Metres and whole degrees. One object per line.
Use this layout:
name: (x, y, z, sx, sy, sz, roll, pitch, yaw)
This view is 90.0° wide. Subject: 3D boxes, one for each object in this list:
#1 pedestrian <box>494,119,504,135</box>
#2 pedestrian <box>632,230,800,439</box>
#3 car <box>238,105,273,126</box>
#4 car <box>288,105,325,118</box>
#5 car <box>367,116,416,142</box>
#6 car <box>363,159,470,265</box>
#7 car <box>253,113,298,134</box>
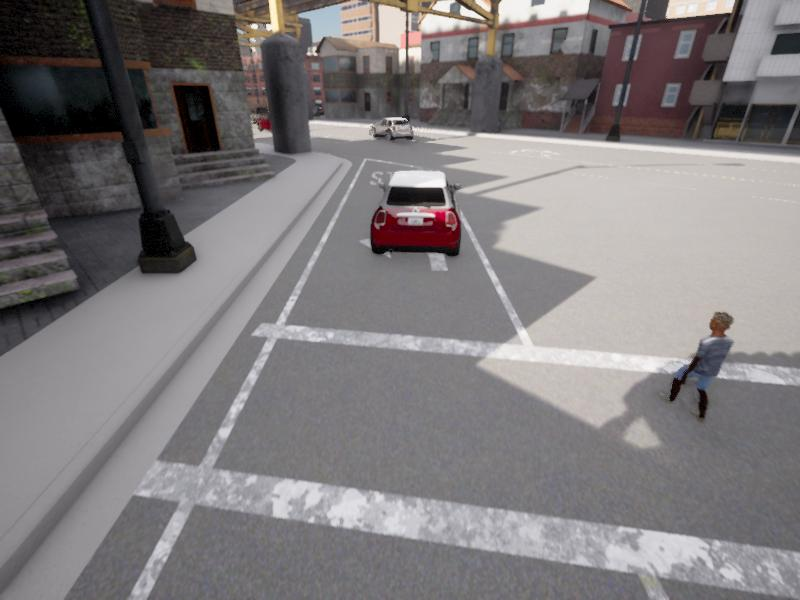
pedestrian: (7.861, -13.783, 31.831, 0.500, 1.100, 0.500, 13, 30, 24)
pedestrian: (3.049, 0.352, 3.841, 0.751, 1.860, 0.751, -2, 27, -3)
car: (-16.050, -20.491, 44.346, 1.905, 1.878, 3.866, -24, 36, -39)
car: (-13.450, -27.100, 57.528, 4.974, 1.542, 2.038, -7, 28, -13)
car: (-0.687, -12.805, 29.884, 1.970, 1.475, 3.806, -15, 31, -26)
car: (0.437, -2.256, 9.379, 1.970, 1.475, 3.806, 2, 27, 4)
car: (-11.059, -15.726, 35.548, 1.816, 1.474, 4.193, -24, 36, -39)
